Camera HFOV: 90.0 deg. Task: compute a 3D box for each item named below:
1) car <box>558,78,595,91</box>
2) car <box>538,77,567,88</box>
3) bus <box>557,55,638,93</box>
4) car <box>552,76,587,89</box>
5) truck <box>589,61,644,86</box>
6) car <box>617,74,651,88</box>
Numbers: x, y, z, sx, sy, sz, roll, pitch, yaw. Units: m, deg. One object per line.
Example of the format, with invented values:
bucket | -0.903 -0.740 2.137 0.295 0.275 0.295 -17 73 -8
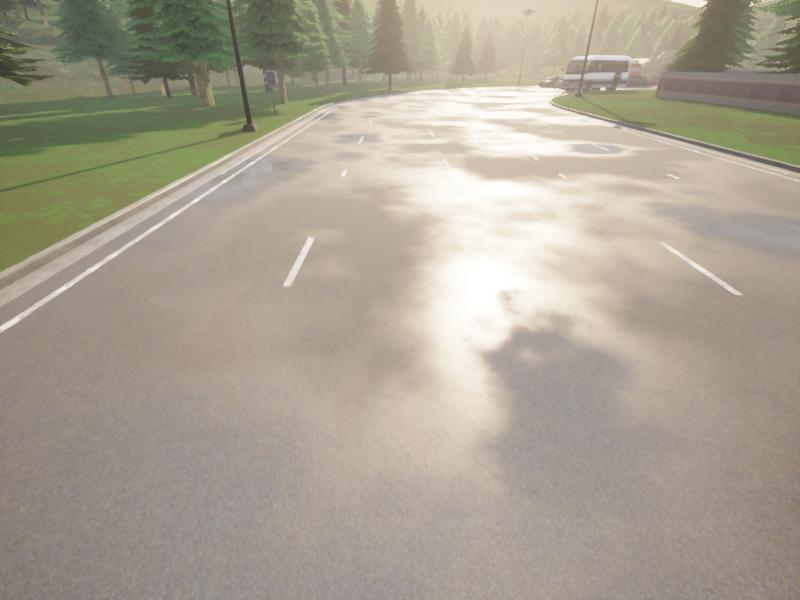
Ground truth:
car | 25.652 -31.309 58.006 5.366 1.575 1.801 -17 35 -27
car | 24.504 -34.973 64.324 4.193 1.474 1.816 -15 33 -24
bus | 26.832 -30.727 54.321 10.273 4.253 3.944 -17 35 -27
car | 26.031 -33.453 61.567 4.856 1.649 2.033 -15 33 -24
truck | 38.841 -40.778 71.934 8.468 3.827 2.891 -10 32 -17
car | 38.599 -36.172 65.997 4.605 1.855 1.932 -10 32 -17
